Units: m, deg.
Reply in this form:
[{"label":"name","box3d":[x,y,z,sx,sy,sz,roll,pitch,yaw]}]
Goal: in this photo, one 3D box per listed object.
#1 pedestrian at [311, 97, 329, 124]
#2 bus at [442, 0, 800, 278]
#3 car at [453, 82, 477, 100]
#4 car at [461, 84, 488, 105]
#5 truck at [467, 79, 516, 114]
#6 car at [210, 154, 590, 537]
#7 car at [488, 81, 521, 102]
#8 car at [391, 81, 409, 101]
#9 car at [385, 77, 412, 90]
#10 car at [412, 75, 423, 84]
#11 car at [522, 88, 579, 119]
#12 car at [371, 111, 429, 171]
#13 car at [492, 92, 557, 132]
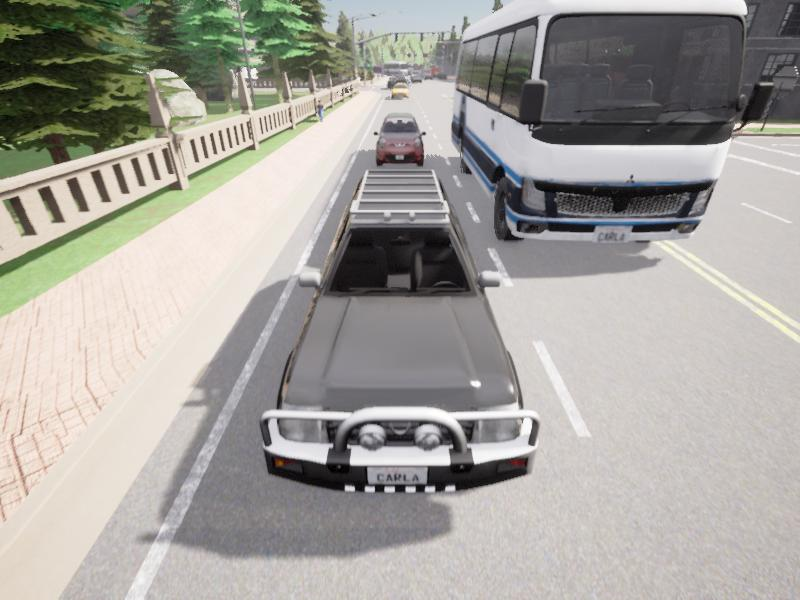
[{"label":"pedestrian","box3d":[-4.578,-10.891,22.991,0.751,1.300,0.751,-1,30,-1]},{"label":"bus","box3d":[3.619,-4.824,10.036,3.944,4.253,10.273,0,31,0]},{"label":"car","box3d":[6.991,-22.666,43.308,1.816,1.474,4.193,0,30,0]},{"label":"car","box3d":[6.992,-19.561,37.997,1.816,1.474,4.193,0,30,0]},{"label":"truck","box3d":[6.994,-16.047,31.369,2.390,2.098,6.274,0,30,0]},{"label":"car","box3d":[0.000,-0.205,4.488,1.932,1.855,4.605,0,31,0]},{"label":"car","box3d":[10.492,-21.202,40.654,2.033,1.649,4.856,0,30,0]},{"label":"car","box3d":[0.065,-22.185,42.378,1.801,1.575,5.366,0,30,1]},{"label":"car","box3d":[-0.176,-32.604,60.208,3.633,1.501,1.845,-17,35,-27]},{"label":"car","box3d":[3.484,-44.668,80.998,2.033,1.411,5.357,0,30,0]},{"label":"car","box3d":[10.494,-14.044,28.417,2.152,1.651,5.027,0,30,0]},{"label":"car","box3d":[-0.004,-5.889,14.558,1.845,1.501,3.633,0,30,0]},{"label":"car","box3d":[6.996,-10.936,23.101,2.152,1.651,5.027,0,30,0]}]
